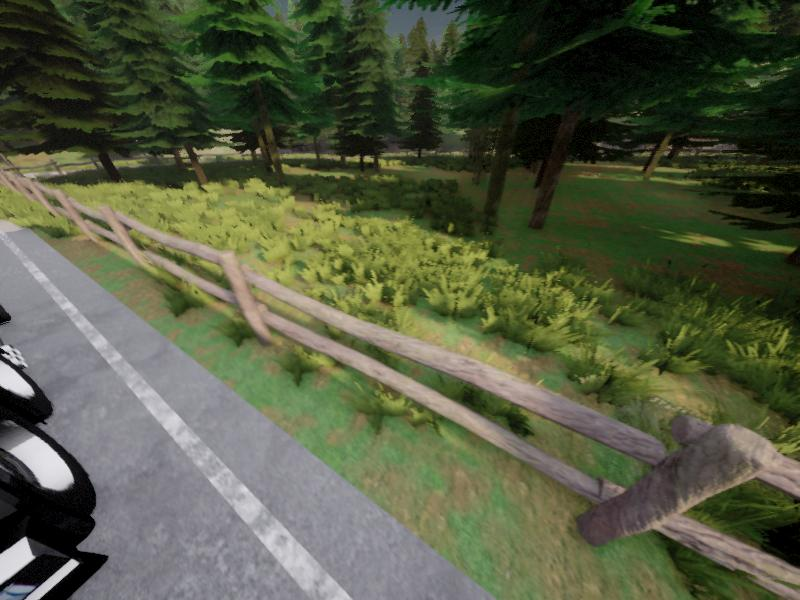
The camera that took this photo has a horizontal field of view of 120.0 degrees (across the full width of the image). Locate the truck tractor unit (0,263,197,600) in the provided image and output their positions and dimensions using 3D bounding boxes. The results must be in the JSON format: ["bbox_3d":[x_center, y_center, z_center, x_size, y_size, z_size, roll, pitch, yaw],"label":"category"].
[{"bbox_3d":[-5.113,-0.298,0.782,6.516,4.208,3.053,18,39,24],"label":"truck tractor unit"}]
